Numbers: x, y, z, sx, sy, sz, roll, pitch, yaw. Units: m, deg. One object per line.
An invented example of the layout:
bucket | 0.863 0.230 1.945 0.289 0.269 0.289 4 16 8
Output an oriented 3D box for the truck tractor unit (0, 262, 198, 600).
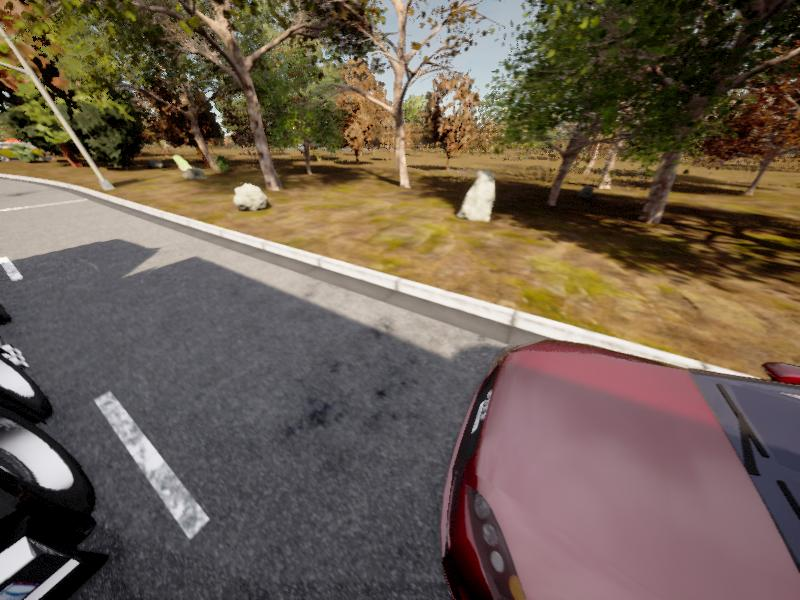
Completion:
truck tractor unit | -5.115 -0.295 0.782 6.516 4.208 3.053 18 39 24

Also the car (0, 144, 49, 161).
car | -50.836 -19.420 30.321 2.185 1.767 4.553 9 35 13

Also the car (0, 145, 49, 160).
car | -55.642 -21.231 33.161 1.946 1.575 5.366 10 36 14

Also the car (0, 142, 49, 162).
car | -48.454 -18.472 28.770 1.878 1.987 4.442 10 35 13

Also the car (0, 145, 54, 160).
car | -53.162 -20.431 32.004 1.946 1.575 5.366 9 36 14

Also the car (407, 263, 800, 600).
car | 2.346 1.322 0.885 4.181 1.385 1.994 18 39 24
